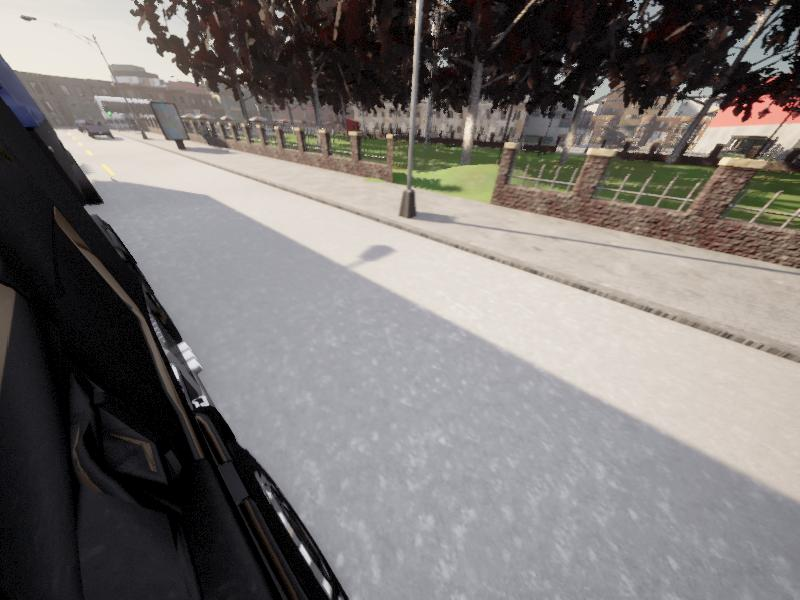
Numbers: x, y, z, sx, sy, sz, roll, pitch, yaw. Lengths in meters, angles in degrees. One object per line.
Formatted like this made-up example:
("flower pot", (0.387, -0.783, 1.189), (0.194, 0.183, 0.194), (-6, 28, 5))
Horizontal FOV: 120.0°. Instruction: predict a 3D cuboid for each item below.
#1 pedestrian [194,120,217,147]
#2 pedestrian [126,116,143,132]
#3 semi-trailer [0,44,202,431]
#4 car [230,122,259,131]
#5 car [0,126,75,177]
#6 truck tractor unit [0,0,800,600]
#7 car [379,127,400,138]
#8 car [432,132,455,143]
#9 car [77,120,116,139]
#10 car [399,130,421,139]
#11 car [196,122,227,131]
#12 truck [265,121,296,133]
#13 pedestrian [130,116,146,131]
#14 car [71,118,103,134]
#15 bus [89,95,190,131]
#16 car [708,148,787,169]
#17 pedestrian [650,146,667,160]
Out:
("pedestrian", (-16.769, -14.327, 19.923), (0.751, 1.860, 0.751), (28, 44, 30))
("pedestrian", (-39.084, -25.928, 33.997), (0.751, 1.860, 0.751), (27, 43, 29))
("semi-trailer", (-8.697, -3.604, 4.231), (14.254, 4.402, 2.717), (28, 44, 30))
("car", (-35.957, -40.128, 53.568), (1.882, 1.535, 5.008), (28, 44, 30))
("car", (-17.039, -6.879, 10.492), (4.514, 1.525, 2.007), (28, 44, 30))
("truck tractor unit", (-2.645, -0.295, 0.352), (6.516, 4.208, 3.053), (28, 44, 30))
("car", (-2.315, -37.833, 52.259), (4.605, 1.855, 1.932), (28, 44, 30))
("car", (8.509, -31.888, 45.331), (3.806, 1.475, 1.970), (28, 44, 30))
("car", (-32.604, -18.348, 24.809), (3.633, 1.501, 1.845), (28, 44, 30))
("car", (2.254, -38.373, 53.553), (4.902, 1.511, 2.128), (28, 44, 30))
("car", (-40.258, -37.059, 49.429), (1.895, 1.301, 4.718), (28, 44, 30))
("truck", (-30.348, -44.121, 58.946), (2.390, 2.098, 6.274), (28, 44, 30))
("pedestrian", (-39.786, -26.758, 35.059), (0.751, 1.860, 0.751), (26, 43, 28))
("car", (-41.899, -23.281, 30.883), (4.674, 1.442, 1.812), (28, 44, 29))
("bus", (-44.199, -31.900, 39.873), (3.944, 4.253, 10.273), (28, 44, 30))
("car", (38.479, -15.915, 25.847), (4.514, 1.525, 2.007), (28, 44, 30))
("pedestrian", (29.645, -16.870, 26.560), (0.751, 1.300, 0.751), (28, 44, 30))
